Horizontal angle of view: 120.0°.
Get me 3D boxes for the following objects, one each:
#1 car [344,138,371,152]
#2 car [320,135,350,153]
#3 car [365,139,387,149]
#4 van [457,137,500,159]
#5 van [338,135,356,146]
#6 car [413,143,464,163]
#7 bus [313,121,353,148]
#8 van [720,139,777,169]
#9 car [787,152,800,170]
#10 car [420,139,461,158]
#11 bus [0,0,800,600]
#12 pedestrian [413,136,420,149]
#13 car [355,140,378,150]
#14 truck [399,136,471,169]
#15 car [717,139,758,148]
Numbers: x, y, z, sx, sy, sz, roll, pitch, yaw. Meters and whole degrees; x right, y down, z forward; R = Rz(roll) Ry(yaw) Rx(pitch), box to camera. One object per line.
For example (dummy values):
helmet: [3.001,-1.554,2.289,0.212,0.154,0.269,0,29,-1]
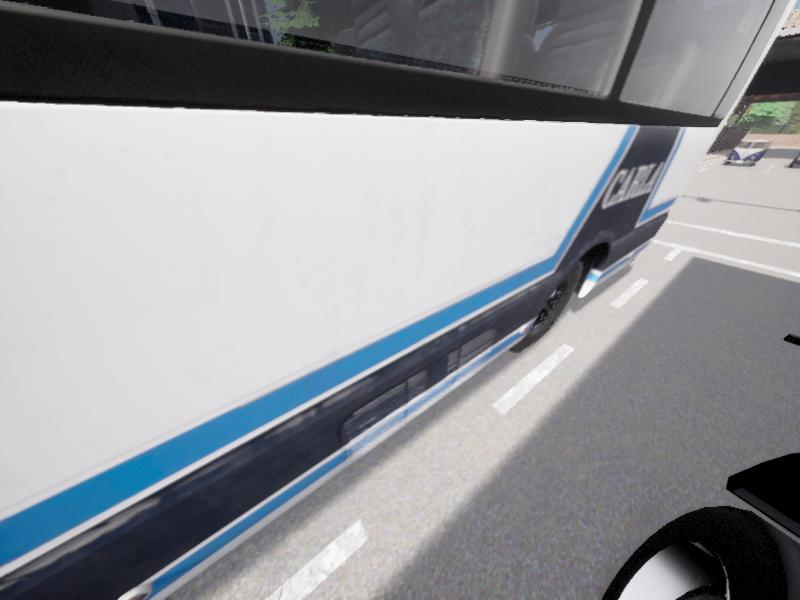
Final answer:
car: [-6.626,-24.155,35.982,2.242,1.667,4.611,-22,41,-28]
car: [-9.833,-23.438,34.646,2.150,2.045,5.566,-21,41,-27]
car: [-4.539,-29.497,43.565,2.007,1.525,4.514,-22,41,-28]
van: [9.180,-18.124,27.369,1.775,1.987,4.442,-22,41,-28]
van: [-12.082,-36.059,52.249,2.069,2.038,4.480,-22,41,-28]
car: [3.807,-15.249,23.843,2.033,1.411,5.357,-22,41,-28]
bus: [-14.361,-35.180,49.111,3.944,4.253,10.273,-22,41,-28]
van: [30.671,-12.950,20.341,4.442,1.987,1.775,-22,41,-28]
car: [34.510,-11.792,19.209,4.674,1.442,1.812,-22,41,-28]
car: [4.737,-18.211,27.635,2.097,1.767,4.553,-22,41,-28]
bus: [-0.869,-1.034,1.636,10.273,4.253,3.944,-22,41,-28]
pedestrian: [2.881,-27.719,40.529,0.751,1.860,0.751,-23,42,-29]
car: [-5.846,-26.954,40.150,1.994,1.385,4.181,-22,41,-28]
truck: [2.714,-12.881,19.931,2.390,2.098,6.274,-22,41,-28]
car: [74.733,-34.787,51.280,2.033,1.649,4.856,-22,41,-28]
